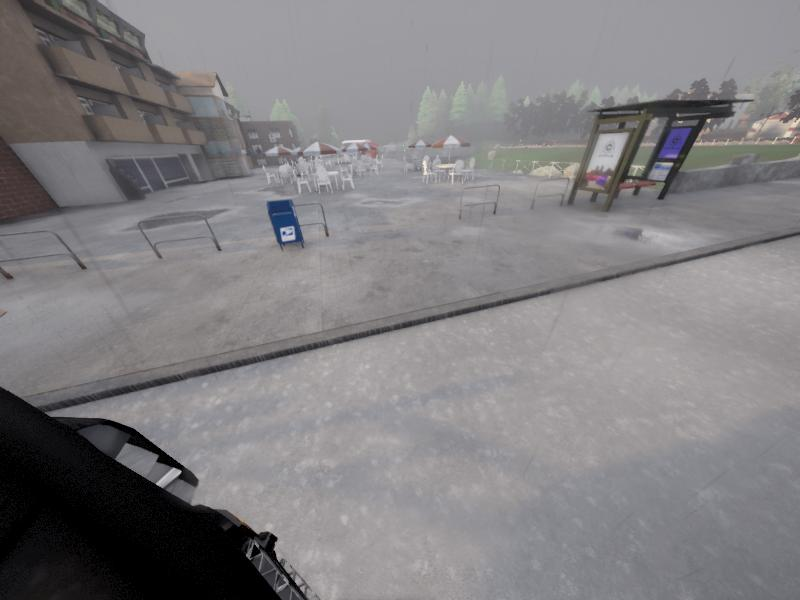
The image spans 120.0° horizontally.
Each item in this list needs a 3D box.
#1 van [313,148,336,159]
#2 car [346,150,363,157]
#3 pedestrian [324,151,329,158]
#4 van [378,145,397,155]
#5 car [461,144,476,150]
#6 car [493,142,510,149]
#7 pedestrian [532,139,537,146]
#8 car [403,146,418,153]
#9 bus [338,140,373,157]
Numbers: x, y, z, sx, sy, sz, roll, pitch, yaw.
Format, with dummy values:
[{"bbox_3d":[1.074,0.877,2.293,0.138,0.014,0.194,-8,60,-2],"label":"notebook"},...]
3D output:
[{"bbox_3d":[-23.148,-44.795,70.684,6.366,2.431,2.351,-12,35,-13],"label":"van"},{"bbox_3d":[-14.316,-46.291,72.948,4.856,1.649,2.033,-12,35,-13],"label":"car"},{"bbox_3d":[-23.721,-46.898,74.357,0.751,1.860,0.751,24,42,34],"label":"pedestrian"},{"bbox_3d":[-4.305,-51.080,78.499,5.915,2.561,1.988,-12,35,-13],"label":"van"},{"bbox_3d":[24.248,-54.268,81.889,4.856,1.649,2.033,-12,35,-13],"label":"car"},{"bbox_3d":[37.319,-56.843,85.004,5.027,1.651,2.152,-12,35,-13],"label":"car"},{"bbox_3d":[48.285,-56.396,82.776,0.751,1.860,0.751,-14,35,-16],"label":"pedestrian"},{"bbox_3d":[3.644,-52.388,80.555,4.553,1.767,2.097,-12,35,-13],"label":"car"},{"bbox_3d":[-14.448,-49.614,75.582,10.273,4.253,3.944,-12,35,-13],"label":"bus"}]
